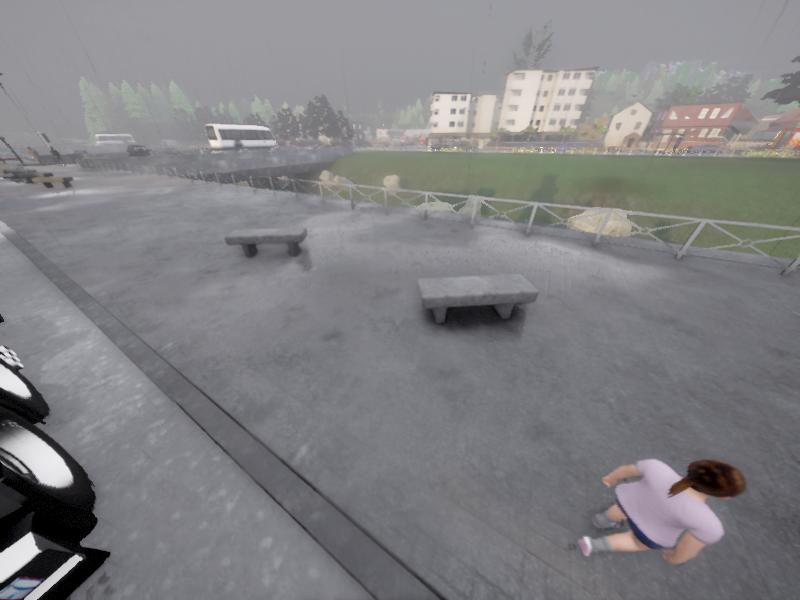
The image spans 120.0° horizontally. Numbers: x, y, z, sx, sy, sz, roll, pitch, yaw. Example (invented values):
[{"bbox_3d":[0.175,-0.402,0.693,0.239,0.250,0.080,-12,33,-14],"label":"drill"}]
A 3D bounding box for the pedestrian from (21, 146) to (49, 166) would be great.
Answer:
[{"bbox_3d":[-40.720,-16.096,25.798,0.751,1.860,0.751,29,45,36],"label":"pedestrian"}]

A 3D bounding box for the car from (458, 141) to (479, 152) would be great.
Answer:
[{"bbox_3d":[14.864,-33.398,50.188,3.866,1.878,1.905,18,39,24],"label":"car"}]

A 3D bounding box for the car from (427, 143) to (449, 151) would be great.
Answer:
[{"bbox_3d":[9.289,-37.610,56.634,4.892,1.490,1.837,19,39,25],"label":"car"}]

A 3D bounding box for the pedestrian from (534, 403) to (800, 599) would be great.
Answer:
[{"bbox_3d":[1.265,1.102,1.217,0.500,1.100,0.500,-2,35,-2],"label":"pedestrian"}]

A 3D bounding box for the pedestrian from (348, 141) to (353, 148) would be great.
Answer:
[{"bbox_3d":[-14.710,-46.032,68.392,0.751,1.860,0.751,24,41,30],"label":"pedestrian"}]

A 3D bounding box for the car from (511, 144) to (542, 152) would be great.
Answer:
[{"bbox_3d":[26.532,-32.051,48.588,5.357,1.411,2.033,18,39,25],"label":"car"}]

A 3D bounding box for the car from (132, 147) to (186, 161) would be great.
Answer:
[{"bbox_3d":[-34.677,-21.184,33.402,2.128,1.511,4.902,19,39,25],"label":"car"}]

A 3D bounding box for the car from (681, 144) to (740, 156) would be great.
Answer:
[{"bbox_3d":[47.033,-22.876,35.158,4.792,1.488,2.163,18,39,24],"label":"car"}]

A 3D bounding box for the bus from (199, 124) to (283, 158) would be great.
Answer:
[{"bbox_3d":[-26.059,-26.777,38.963,3.944,4.253,10.273,19,39,25],"label":"bus"}]

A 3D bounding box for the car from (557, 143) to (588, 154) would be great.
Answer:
[{"bbox_3d":[31.594,-27.869,42.467,4.193,1.474,1.816,18,39,24],"label":"car"}]

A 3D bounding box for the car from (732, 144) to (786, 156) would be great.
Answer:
[{"bbox_3d":[54.676,-22.991,35.335,3.806,1.475,1.970,18,39,24],"label":"car"}]

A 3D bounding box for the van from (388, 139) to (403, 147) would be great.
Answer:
[{"bbox_3d":[-1.370,-55.115,81.043,2.351,2.431,6.366,18,39,24],"label":"van"}]

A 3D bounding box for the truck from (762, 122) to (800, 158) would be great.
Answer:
[{"bbox_3d":[56.206,-20.874,30.150,8.468,3.827,2.891,18,39,24],"label":"truck"}]

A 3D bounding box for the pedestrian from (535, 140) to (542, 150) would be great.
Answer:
[{"bbox_3d":[30.752,-34.304,51.155,0.751,1.860,0.751,12,37,17],"label":"pedestrian"}]

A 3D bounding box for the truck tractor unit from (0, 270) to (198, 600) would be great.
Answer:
[{"bbox_3d":[-5.119,-0.294,0.760,6.516,4.208,3.053,18,39,24],"label":"truck tractor unit"}]

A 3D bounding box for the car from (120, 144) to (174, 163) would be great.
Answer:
[{"bbox_3d":[-32.442,-18.874,29.734,1.905,1.878,3.866,17,39,23],"label":"car"}]
